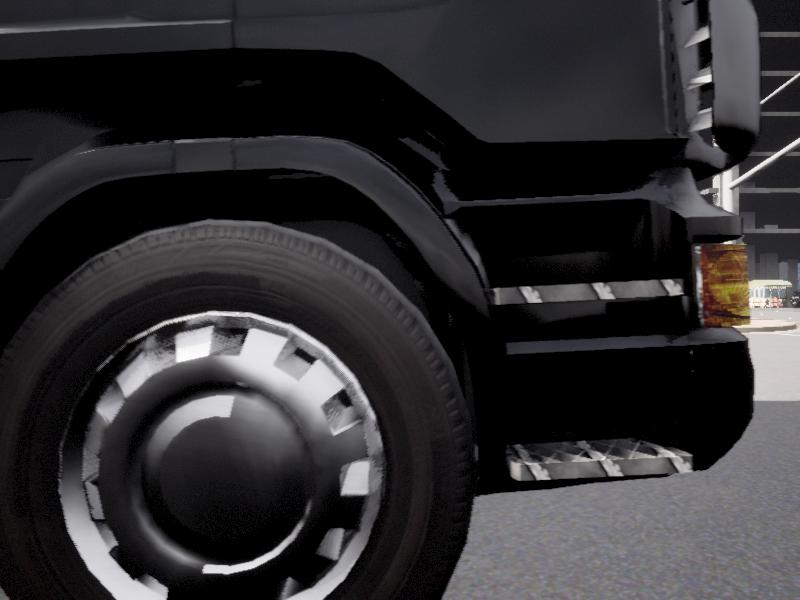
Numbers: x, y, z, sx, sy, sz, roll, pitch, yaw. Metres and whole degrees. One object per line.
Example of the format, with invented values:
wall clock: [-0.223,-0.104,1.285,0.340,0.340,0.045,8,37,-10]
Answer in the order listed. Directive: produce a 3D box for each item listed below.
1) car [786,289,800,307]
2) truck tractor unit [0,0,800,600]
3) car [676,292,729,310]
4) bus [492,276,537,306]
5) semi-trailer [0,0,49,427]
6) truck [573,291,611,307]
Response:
car: [41.017,-0.195,39.605,1.905,1.878,3.866,0,0,0]
truck tractor unit: [-2.293,-1.115,2.155,6.516,4.208,3.053,0,0,0]
car: [27.954,0.098,37.131,1.851,1.617,3.988,0,0,0]
bus: [17.398,-1.210,61.895,3.944,4.253,10.273,0,0,0]
semi-trailer: [-10.197,-1.233,2.009,14.254,4.402,2.717,0,1,-1]
truck: [27.805,-0.147,58.229,2.390,2.098,6.274,0,0,0]
